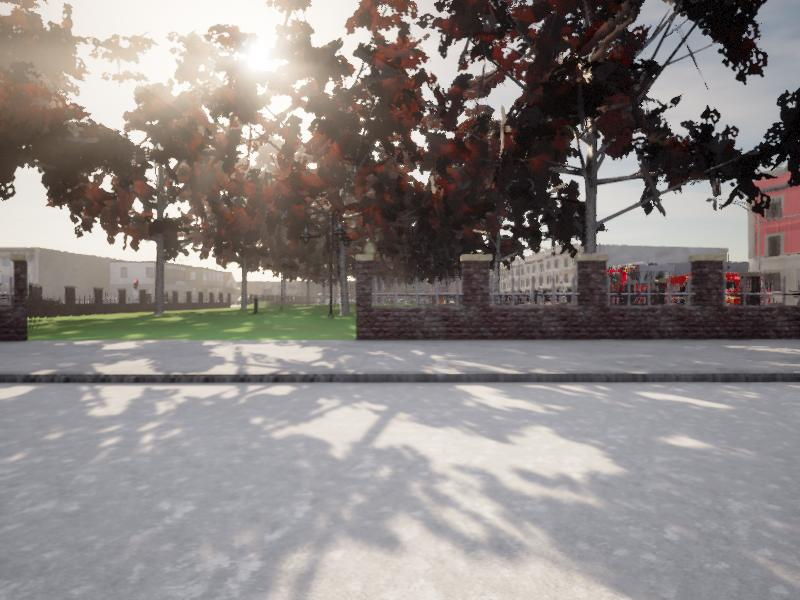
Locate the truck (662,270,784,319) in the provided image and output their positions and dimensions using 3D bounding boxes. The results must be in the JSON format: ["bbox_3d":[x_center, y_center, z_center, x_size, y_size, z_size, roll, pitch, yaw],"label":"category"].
[{"bbox_3d":[17.877,-0.261,22.611,2.627,2.467,5.204,0,0,-1],"label":"truck"}]

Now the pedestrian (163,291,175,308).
[{"bbox_3d":[-25.222,-0.039,43.665,0.751,1.860,0.751,0,0,14],"label":"pedestrian"}]

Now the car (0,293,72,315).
[{"bbox_3d":[-27.201,0.266,29.473,2.128,1.511,4.902,0,0,-3],"label":"car"}]

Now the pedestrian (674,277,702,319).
[{"bbox_3d":[13.093,-0.079,18.203,0.751,1.860,0.751,0,0,1],"label":"pedestrian"}]

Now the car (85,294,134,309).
[{"bbox_3d":[-33.918,0.214,46.700,4.856,1.649,2.033,0,-1,17],"label":"car"}]

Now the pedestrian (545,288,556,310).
[{"bbox_3d":[13.057,-0.080,34.771,0.751,1.860,0.751,0,0,34],"label":"pedestrian"}]

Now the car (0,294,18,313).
[{"bbox_3d":[-31.427,0.280,29.461,1.837,1.490,4.892,0,0,0],"label":"car"}]

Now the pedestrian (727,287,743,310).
[{"bbox_3d":[27.308,-0.095,32.611,0.751,1.860,0.751,0,0,-12],"label":"pedestrian"}]

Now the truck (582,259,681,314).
[{"bbox_3d":[17.862,-0.938,31.773,2.891,3.827,8.468,0,0,0],"label":"truck"}]
